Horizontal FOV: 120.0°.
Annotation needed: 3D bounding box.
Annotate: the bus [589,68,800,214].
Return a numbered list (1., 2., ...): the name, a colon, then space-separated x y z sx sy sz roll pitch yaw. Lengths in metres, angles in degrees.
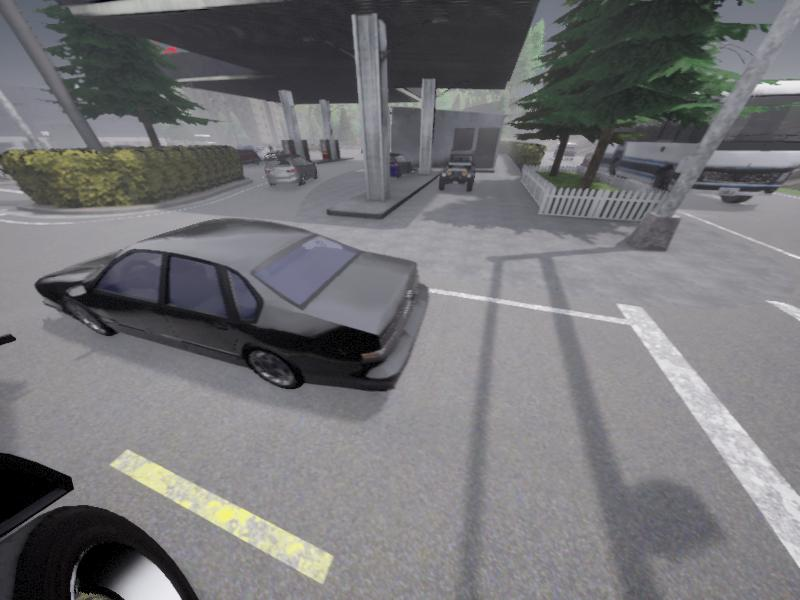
1. bus: 14.997 -8.255 12.320 3.944 4.253 10.273 10 36 15

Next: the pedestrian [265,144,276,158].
1. pedestrian: -19.987 -23.032 35.697 0.751 1.860 0.751 10 36 14

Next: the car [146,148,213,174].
1. car: -20.919 -13.429 22.174 1.905 1.878 3.866 10 36 15

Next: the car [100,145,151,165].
1. car: -32.697 -17.387 27.583 3.866 1.878 1.905 10 36 15

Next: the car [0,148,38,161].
1. car: -56.436 -21.493 33.987 3.806 1.475 1.970 10 36 15

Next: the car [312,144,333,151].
1. car: -19.807 -39.278 59.411 4.514 1.523 2.007 10 36 15

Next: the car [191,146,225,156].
1. car: -34.716 -27.000 41.818 4.514 1.523 2.007 10 36 15

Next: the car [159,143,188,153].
1. car: -50.400 -33.783 51.373 4.605 1.855 1.932 10 36 15

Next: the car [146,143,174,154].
1. car: -50.892 -32.146 48.987 3.866 1.878 1.905 10 36 15

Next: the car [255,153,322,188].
1. car: -7.324 -9.005 15.872 2.242 1.667 4.611 0 35 1

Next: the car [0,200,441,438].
1. car: -2.326 -0.276 3.174 5.357 1.411 2.033 9 36 14

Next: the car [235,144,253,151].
1. car: -44.606 -43.661 66.012 3.633 1.501 1.845 10 36 15

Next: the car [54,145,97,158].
1. car: -54.790 -25.110 39.037 5.027 1.636 2.152 10 36 15

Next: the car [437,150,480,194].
1. car: 3.592 -7.802 13.864 1.905 1.878 3.866 10 36 15

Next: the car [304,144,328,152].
1. car: -20.713 -37.566 56.942 5.027 1.636 2.152 10 36 15

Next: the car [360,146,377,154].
1. car: -6.573 -31.918 49.091 1.994 1.385 4.181 10 36 15

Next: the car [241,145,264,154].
1. car: -31.631 -32.421 49.625 3.633 1.501 1.845 10 36 15

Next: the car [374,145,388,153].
1. car: -4.356 -35.858 54.645 1.816 1.474 4.193 10 36 15

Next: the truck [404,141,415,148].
1. truck: 3.400 -56.220 83.316 2.390 2.098 6.274 10 36 14

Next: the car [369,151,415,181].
1. car: -0.478 -10.989 18.780 2.242 1.667 4.611 10 36 15

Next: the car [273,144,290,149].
1. car: -41.275 -53.407 80.235 4.792 1.488 2.163 10 36 14

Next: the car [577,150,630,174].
1. car: 17.938 -12.418 20.669 2.007 1.525 4.514 10 36 15

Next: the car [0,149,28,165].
1. car: -50.838 -18.247 29.380 4.514 1.523 2.007 10 36 15

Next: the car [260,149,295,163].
1. car: -16.954 -20.209 32.252 1.970 1.475 3.806 10 36 15

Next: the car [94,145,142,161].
1. car: -39.189 -20.496 32.153 4.605 1.855 1.932 10 36 15

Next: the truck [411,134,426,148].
1. truck: 6.687 -56.903 82.754 2.891 3.827 8.468 11 36 15

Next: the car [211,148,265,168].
1. car: -18.915 -16.831 27.279 2.033 1.649 4.856 10 36 15

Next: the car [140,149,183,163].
1. car: -31.100 -18.862 30.187 3.806 1.475 1.970 10 36 15

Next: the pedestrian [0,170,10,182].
1. pedestrian: -27.783 -8.925 15.433 0.751 1.860 0.751 9 36 13
